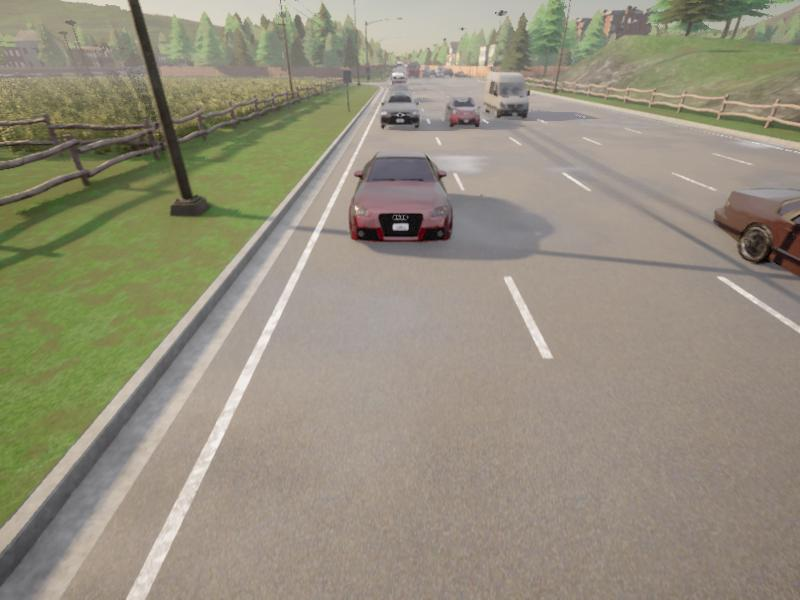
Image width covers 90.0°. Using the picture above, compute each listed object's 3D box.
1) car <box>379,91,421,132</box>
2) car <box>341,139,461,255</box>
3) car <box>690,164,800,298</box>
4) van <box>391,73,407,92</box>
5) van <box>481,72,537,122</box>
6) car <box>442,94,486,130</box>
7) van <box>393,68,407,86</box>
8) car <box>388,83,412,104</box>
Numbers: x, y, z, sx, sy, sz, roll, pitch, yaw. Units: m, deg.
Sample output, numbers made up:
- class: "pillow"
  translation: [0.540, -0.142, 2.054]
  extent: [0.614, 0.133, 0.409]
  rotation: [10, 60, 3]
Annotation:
- class: "car"
  translation: [0.003, -10.783, 22.683]
  extent: [2.152, 1.651, 5.027]
  rotation: [0, 30, 0]
- class: "car"
  translation: [0.012, -2.482, 8.826]
  extent: [1.994, 1.385, 4.181]
  rotation: [0, 30, 0]
- class: "car"
  translation: [7.013, -0.603, 5.589]
  extent: [2.033, 1.411, 5.357]
  rotation: [0, 30, 0]
- class: "van"
  translation: [-0.164, -29.021, 53.259]
  extent: [2.069, 2.038, 4.480]
  rotation: [-1, 31, -1]
- class: "van"
  translation: [6.997, -13.563, 26.481]
  extent: [1.988, 2.561, 5.915]
  rotation: [0, 31, 0]
- class: "car"
  translation: [3.503, -10.656, 22.543]
  extent: [1.845, 1.501, 3.633]
  rotation: [0, 31, 0]
- class: "van"
  translation: [-0.031, -38.586, 69.132]
  extent: [2.351, 2.431, 6.366]
  rotation: [0, 30, 0]
- class: "car"
  translation: [-0.005, -19.412, 37.484]
  extent: [2.163, 1.488, 4.792]
  rotation: [0, 31, 0]
